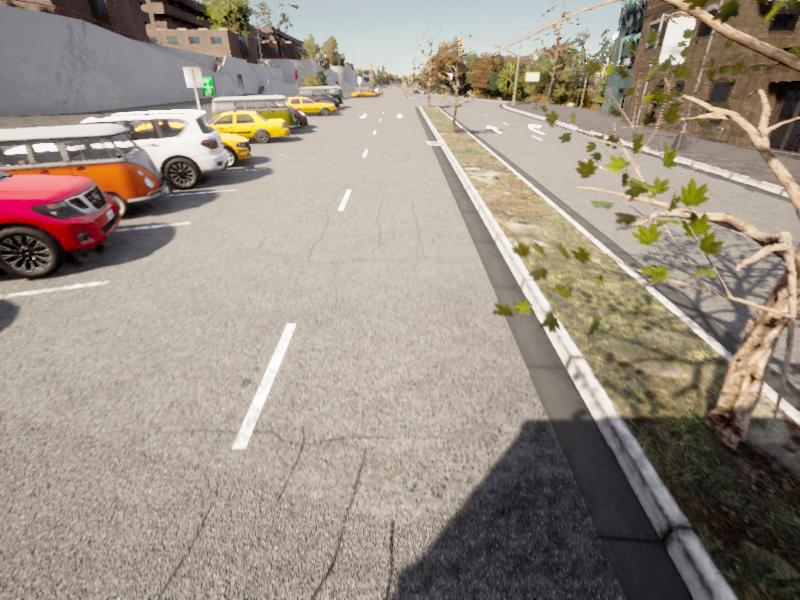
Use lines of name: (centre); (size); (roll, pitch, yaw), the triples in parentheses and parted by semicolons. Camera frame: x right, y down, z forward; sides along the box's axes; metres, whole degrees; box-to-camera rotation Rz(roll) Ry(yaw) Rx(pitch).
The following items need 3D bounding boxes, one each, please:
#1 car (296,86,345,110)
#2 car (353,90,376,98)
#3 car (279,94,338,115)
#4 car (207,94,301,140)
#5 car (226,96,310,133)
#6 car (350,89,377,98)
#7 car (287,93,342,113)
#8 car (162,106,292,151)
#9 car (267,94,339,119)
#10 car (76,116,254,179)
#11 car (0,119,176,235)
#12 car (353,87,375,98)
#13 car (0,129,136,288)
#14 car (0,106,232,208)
car: (-7.969, -20.384, 40.306); (4.442, 1.987, 1.878); (-11, 31, -17)
car: (-8.110, -47.391, 91.856); (4.792, 1.488, 2.163); (-10, 30, -17)
car: (-8.077, -17.215, 35.207); (4.674, 1.452, 2.002); (-11, 31, -17)
car: (-7.967, -10.179, 22.127); (4.442, 1.987, 1.878); (-11, 31, -17)
car: (-8.104, -11.522, 24.729); (4.553, 1.767, 2.185); (-11, 31, -17)
car: (-7.911, -44.663, 86.641); (5.366, 1.575, 1.946); (-10, 29, -17)
car: (-8.070, -18.670, 37.800); (4.674, 1.452, 2.002); (-11, 31, -17)
car: (-8.244, -8.468, 19.543); (5.366, 1.575, 1.946); (-11, 31, -17)
car: (-7.901, -15.828, 32.644); (5.366, 1.575, 1.946); (-11, 31, -17)
car: (-8.075, -5.583, 14.412); (5.008, 1.535, 2.097); (-11, 31, -17)
car: (-7.964, -2.868, 9.153); (4.442, 1.987, 1.878); (-11, 31, -17)
car: (-7.977, -46.246, 89.150); (4.442, 1.987, 1.878); (-10, 29, -17)
car: (-8.046, -1.402, 6.533); (5.566, 2.045, 2.435); (-11, 31, -17)
car: (-8.097, -4.332, 11.683); (5.566, 2.045, 2.435); (-11, 31, -17)
